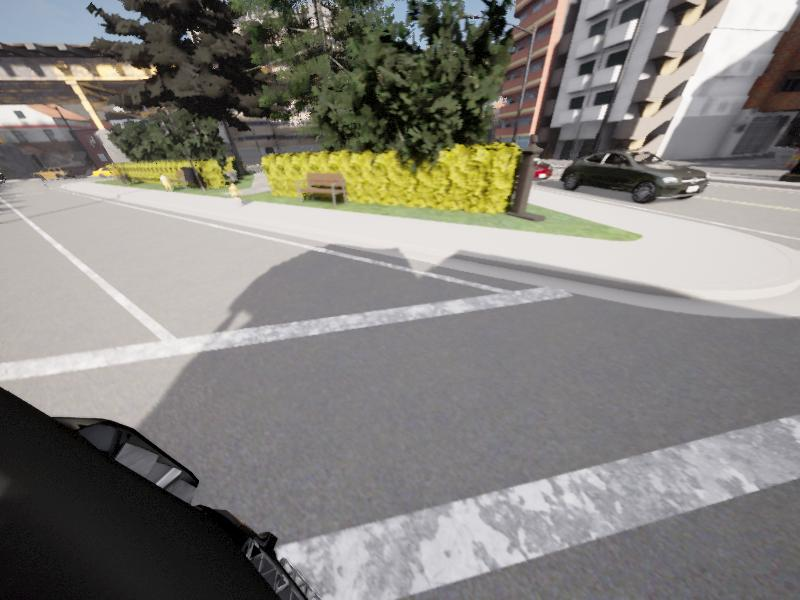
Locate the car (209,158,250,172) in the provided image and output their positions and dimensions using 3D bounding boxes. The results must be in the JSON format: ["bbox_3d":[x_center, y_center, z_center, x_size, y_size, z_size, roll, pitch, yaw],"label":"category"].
[{"bbox_3d":[-29.431,-23.512,40.127,5.027,1.651,2.152,-10,34,-10],"label":"car"}]

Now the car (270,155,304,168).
[{"bbox_3d":[-20.289,-25.091,41.763,5.027,1.651,2.152,-10,34,-10],"label":"car"}]

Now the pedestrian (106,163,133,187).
[{"bbox_3d":[-25.964,-11.569,21.411,0.751,1.860,0.751,17,39,27],"label":"pedestrian"}]

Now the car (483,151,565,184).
[{"bbox_3d":[7.948,-9.024,15.526,2.163,1.488,4.792,-9,34,-9],"label":"car"}]

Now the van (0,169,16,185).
[{"bbox_3d":[-62.261,-18.209,34.436,4.480,2.038,2.069,-10,34,-10],"label":"van"}]

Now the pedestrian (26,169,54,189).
[{"bbox_3d":[-39.911,-13.469,25.646,0.751,1.860,0.751,27,44,37],"label":"pedestrian"}]

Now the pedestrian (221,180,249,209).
[{"bbox_3d":[-7.367,-4.716,10.321,0.500,1.100,0.500,20,40,30],"label":"pedestrian"}]

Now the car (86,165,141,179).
[{"bbox_3d":[-46.120,-20.712,37.305,5.366,1.575,1.801,-9,34,-8],"label":"car"}]

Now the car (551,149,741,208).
[{"bbox_3d":[9.496,-5.391,9.825,2.152,1.651,5.027,-9,34,-9],"label":"car"}]

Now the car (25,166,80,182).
[{"bbox_3d":[-57.425,-20.950,38.302,4.605,1.855,1.932,-10,34,-10],"label":"car"}]

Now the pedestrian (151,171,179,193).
[{"bbox_3d":[-16.518,-8.310,16.271,0.751,1.300,0.751,20,40,31],"label":"pedestrian"}]
